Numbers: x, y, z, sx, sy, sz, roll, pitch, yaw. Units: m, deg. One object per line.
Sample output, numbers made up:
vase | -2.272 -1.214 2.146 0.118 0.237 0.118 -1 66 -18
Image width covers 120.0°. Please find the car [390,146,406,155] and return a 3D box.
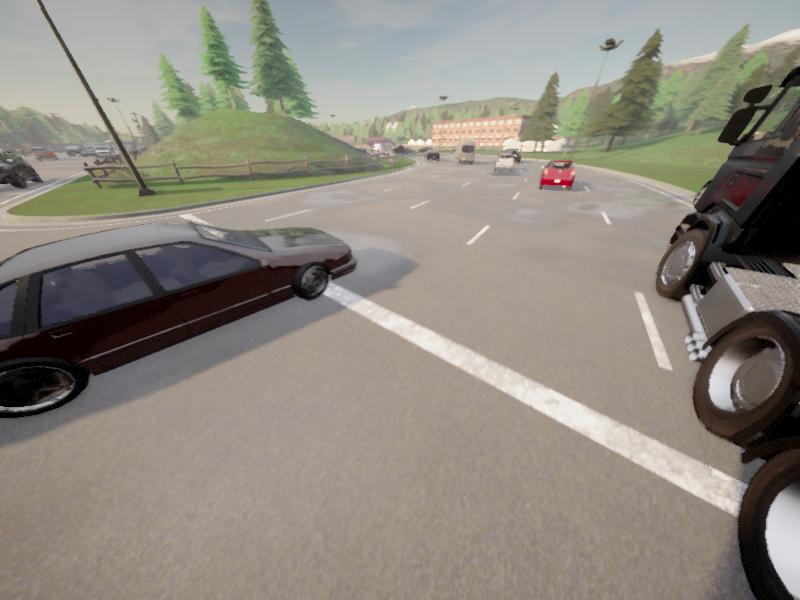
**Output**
car | -0.490 -35.920 55.418 1.905 1.878 3.866 -23 40 -30

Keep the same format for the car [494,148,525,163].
car | 15.682 -20.867 33.336 2.242 1.667 4.611 0 34 0

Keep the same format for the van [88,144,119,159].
van | -58.218 -29.355 45.554 2.351 2.431 6.366 -26 42 -33

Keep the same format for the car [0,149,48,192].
car | -25.675 -8.265 14.635 2.150 2.045 5.566 -26 42 -33

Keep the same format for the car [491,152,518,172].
car | 10.525 -14.152 23.586 1.845 1.501 3.633 9 35 12

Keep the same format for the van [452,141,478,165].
van | 8.713 -20.293 31.752 1.988 2.561 5.915 2 34 1

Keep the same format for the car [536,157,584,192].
car | 9.735 -7.873 14.332 1.845 1.501 3.633 15 37 21

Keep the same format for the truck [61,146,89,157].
truck | -77.354 -35.539 55.067 2.390 2.098 6.274 -26 42 -33

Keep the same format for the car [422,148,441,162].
car | 4.939 -23.163 36.803 1.930 1.638 5.238 -2 34 -4

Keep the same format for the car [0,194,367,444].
car | -3.299 -0.297 3.352 5.357 1.411 2.033 -29 44 -35

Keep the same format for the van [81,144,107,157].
van | -73.036 -35.892 55.269 2.351 2.431 6.366 -26 42 -33

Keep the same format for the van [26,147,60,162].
van | -61.158 -25.077 39.655 1.775 1.987 4.442 -26 42 -33

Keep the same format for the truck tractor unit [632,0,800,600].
truck tractor unit | 4.602 -0.625 1.267 3.053 4.208 6.516 23 41 30

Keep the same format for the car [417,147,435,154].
car | 6.886 -40.125 61.926 1.837 1.490 4.892 -26 42 -32

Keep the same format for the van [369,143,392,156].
van | -4.691 -36.023 55.115 2.351 2.431 6.366 -24 41 -32
